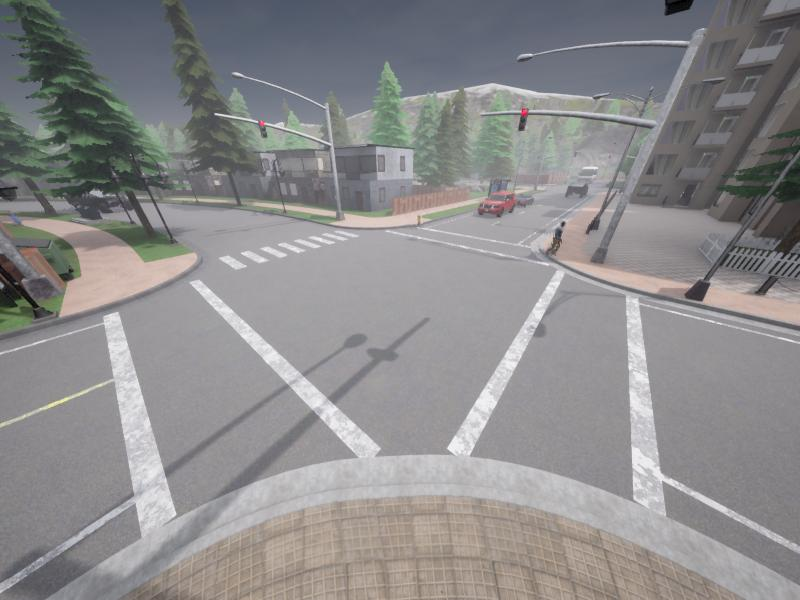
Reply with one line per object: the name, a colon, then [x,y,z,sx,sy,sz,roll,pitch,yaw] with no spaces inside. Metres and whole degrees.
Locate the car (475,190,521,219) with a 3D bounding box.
car: [10.071,-9.866,23.608,2.150,2.045,5.566,24,38,35]

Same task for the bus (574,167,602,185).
bus: [53.958,-35.694,66.140,3.944,4.253,10.273,24,38,35]

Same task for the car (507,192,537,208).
car: [15.349,-12.575,28.979,1.994,1.385,4.181,24,38,35]

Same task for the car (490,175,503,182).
car: [29.590,-37.325,71.038,1.932,1.855,4.605,23,37,34]

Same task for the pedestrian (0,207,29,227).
pedestrian: [-30.181,-6.469,18.079,0.751,1.300,0.751,20,36,31]

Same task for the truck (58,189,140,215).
truck: [-32.140,-10.587,24.767,6.274,2.098,2.390,8,31,13]

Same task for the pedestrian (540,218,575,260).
pedestrian: [7.999,-3.135,11.788,0.751,1.860,0.751,-20,35,-31]

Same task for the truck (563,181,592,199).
truck: [28.995,-18.004,37.652,2.390,2.098,6.274,24,38,35]

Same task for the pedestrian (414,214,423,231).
pedestrian: [1.426,-6.001,17.811,0.500,1.100,0.500,18,34,28]
